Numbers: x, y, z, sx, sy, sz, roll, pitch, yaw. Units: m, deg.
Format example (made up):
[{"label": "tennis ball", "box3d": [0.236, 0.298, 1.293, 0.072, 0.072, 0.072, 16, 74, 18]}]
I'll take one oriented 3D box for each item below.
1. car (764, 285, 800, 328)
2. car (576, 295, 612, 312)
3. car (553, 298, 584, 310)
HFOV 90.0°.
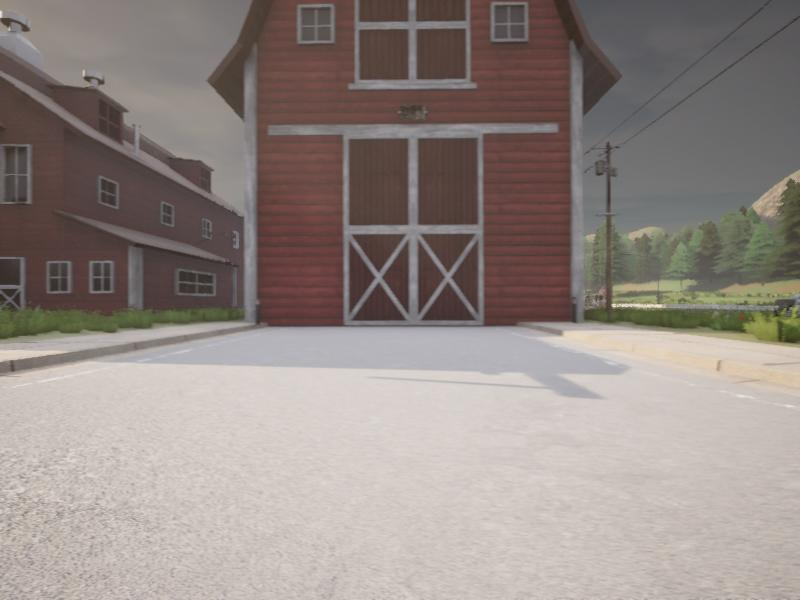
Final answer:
[{"label": "car", "box3d": [16.057, 0.231, 13.993, 1.930, 1.638, 5.238, 0, 0, 1]}, {"label": "car", "box3d": [20.110, 0.345, 41.646, 1.851, 1.617, 3.988, 0, 0, 1]}, {"label": "car", "box3d": [20.241, 0.453, 48.359, 1.812, 1.442, 4.674, 0, 0, 1]}]
